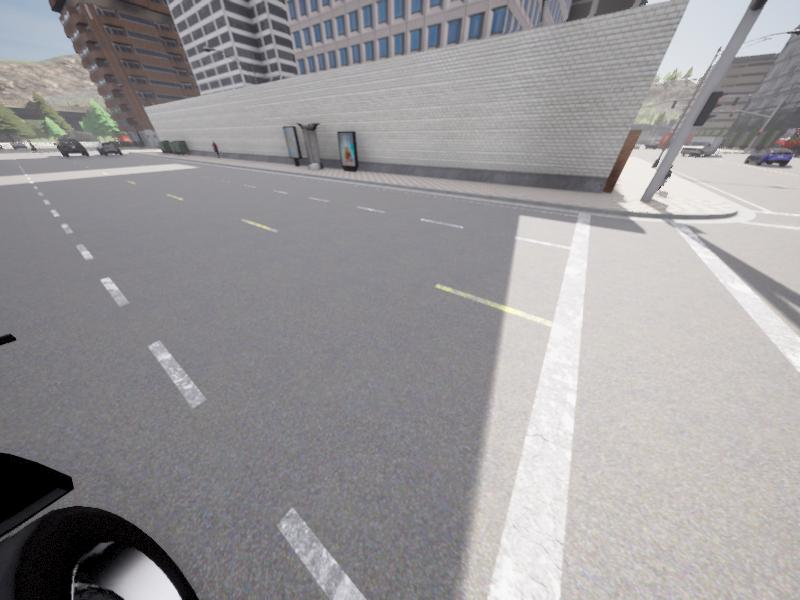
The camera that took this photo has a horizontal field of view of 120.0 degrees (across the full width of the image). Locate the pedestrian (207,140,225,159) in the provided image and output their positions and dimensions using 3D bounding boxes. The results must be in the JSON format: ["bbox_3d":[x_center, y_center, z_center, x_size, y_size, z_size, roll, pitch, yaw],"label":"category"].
[{"bbox_3d":[-20.939,-17.130,26.303,0.751,1.860,0.751,25,42,30],"label":"pedestrian"}]

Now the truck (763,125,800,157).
[{"bbox_3d":[61.673,-22.933,33.455,8.468,3.827,2.891,21,40,27],"label":"truck"}]

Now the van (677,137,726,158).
[{"bbox_3d":[44.510,-22.601,34.159,6.366,2.431,2.351,-18,39,-24],"label":"van"}]

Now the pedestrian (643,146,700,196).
[{"bbox_3d":[12.007,-5.760,10.314,0.751,1.860,0.751,19,39,24],"label":"pedestrian"}]

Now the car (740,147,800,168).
[{"bbox_3d":[37.914,-14.697,23.687,2.007,1.525,4.514,23,41,29],"label":"car"}]

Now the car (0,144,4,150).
[{"bbox_3d":[-85.750,-32.357,48.578,4.718,1.301,1.895,25,42,31],"label":"car"}]

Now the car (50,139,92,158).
[{"bbox_3d":[-45.664,-21.113,32.049,5.566,2.045,2.150,22,41,28],"label":"car"}]

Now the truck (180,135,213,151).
[{"bbox_3d":[-39.423,-30.405,44.767,5.204,2.467,2.615,22,41,28],"label":"truck"}]

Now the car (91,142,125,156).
[{"bbox_3d":[-43.593,-22.569,34.474,4.856,1.649,2.033,22,41,28],"label":"car"}]

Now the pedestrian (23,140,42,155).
[{"bbox_3d":[-55.102,-22.813,34.654,0.751,1.860,0.751,24,41,30],"label":"pedestrian"}]
